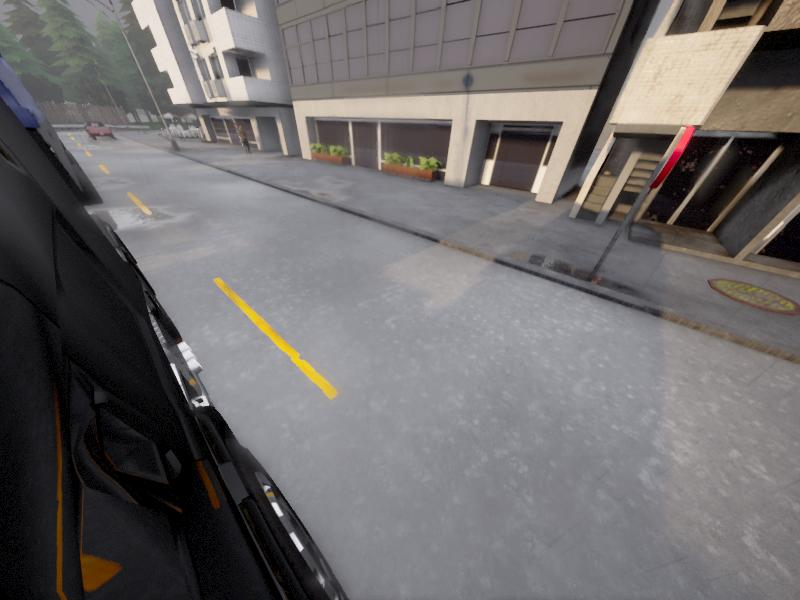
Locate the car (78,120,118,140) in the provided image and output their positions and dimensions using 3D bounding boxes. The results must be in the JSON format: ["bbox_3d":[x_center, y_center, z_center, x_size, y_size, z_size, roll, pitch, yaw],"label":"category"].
[{"bbox_3d":[-31.612,-17.775,24.162,3.633,1.501,1.845,28,44,30],"label":"car"}]

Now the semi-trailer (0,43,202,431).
[{"bbox_3d":[-8.693,-3.608,4.233,14.254,4.402,2.717,28,44,30],"label":"semi-trailer"}]

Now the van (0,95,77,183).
[{"bbox_3d":[-16.359,-6.917,9.755,5.915,2.561,1.988,28,44,30],"label":"van"}]

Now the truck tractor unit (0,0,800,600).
[{"bbox_3d":[-2.645,-0.295,0.351,6.516,4.208,3.053,28,44,30],"label":"truck tractor unit"}]

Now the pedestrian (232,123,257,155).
[{"bbox_3d":[-11.213,-11.607,16.695,0.751,1.860,0.751,30,45,32],"label":"pedestrian"}]
